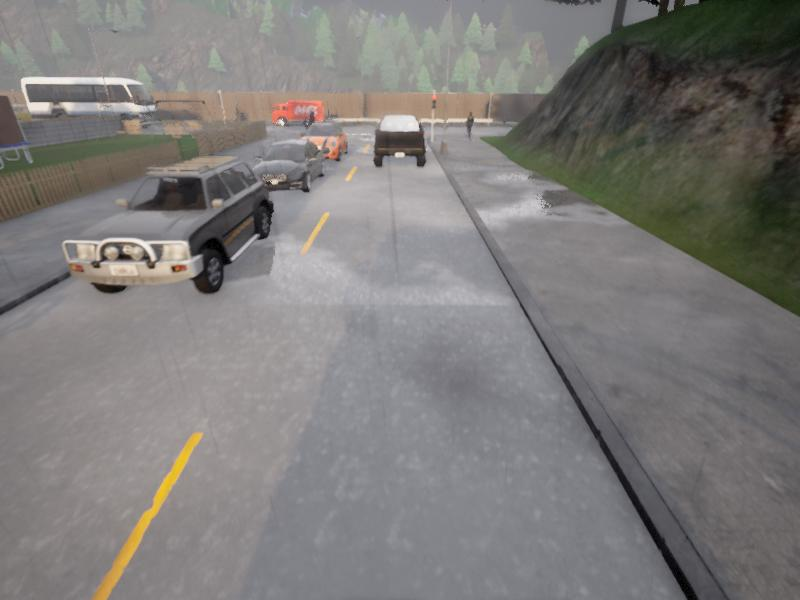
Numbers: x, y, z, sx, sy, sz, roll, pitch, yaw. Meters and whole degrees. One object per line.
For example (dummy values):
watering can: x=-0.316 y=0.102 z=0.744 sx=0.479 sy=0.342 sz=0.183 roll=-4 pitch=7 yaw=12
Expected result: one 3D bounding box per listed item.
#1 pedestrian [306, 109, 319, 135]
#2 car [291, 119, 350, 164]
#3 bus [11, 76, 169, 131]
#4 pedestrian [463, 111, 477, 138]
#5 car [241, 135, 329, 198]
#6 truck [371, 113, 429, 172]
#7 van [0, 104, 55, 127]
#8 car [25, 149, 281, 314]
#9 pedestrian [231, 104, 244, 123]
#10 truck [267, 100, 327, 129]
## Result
pedestrian: x=-6.953 y=-14.146 z=31.786 sx=0.751 sy=1.860 sz=0.751 roll=0 pitch=27 yaw=0
car: x=-3.996 y=-8.386 z=20.955 sx=2.097 sy=1.767 sz=4.553 roll=0 pitch=27 yaw=0
bus: x=-27.824 y=-17.935 z=36.603 sx=10.273 sy=4.253 sz=3.944 roll=0 pitch=27 yaw=0
pedestrian: x=5.183 y=-13.098 z=29.854 sx=0.751 sy=1.860 sz=0.751 roll=0 pitch=27 yaw=-1
car: x=-4.012 y=-5.096 z=14.877 sx=1.837 sy=1.490 sz=4.892 roll=0 pitch=27 yaw=0
truck: x=-0.012 y=-8.018 z=19.948 sx=2.390 sy=2.098 sz=6.274 roll=0 pitch=27 yaw=0
van: x=-38.218 y=-18.742 z=40.544 sx=4.442 sy=1.987 sz=1.775 roll=0 pitch=27 yaw=0
car: x=-4.008 y=-1.665 z=7.776 sx=1.932 sy=1.855 sz=4.605 roll=0 pitch=27 yaw=0
pedestrian: x=-17.786 y=-20.399 z=43.843 sx=0.751 sy=1.860 sz=0.751 roll=12 pitch=29 yaw=21
truck: x=-10.268 y=-18.833 z=40.511 sx=5.204 sy=2.467 sz=2.627 roll=1 pitch=27 yaw=0
